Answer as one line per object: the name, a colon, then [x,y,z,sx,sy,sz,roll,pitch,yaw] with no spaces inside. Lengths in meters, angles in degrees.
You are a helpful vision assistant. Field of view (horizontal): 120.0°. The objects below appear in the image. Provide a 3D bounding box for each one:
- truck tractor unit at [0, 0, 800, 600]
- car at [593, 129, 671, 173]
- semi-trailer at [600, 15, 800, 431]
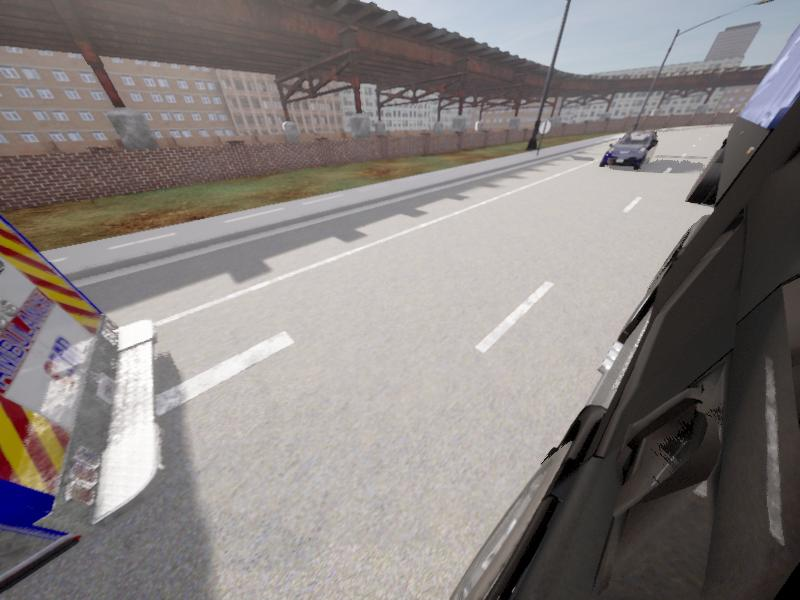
truck tractor unit: [2.645,-0.295,0.351,6.516,4.208,3.053,-28,44,-30]
car: [11.957,-7.769,11.918,3.633,1.501,1.845,-30,45,-31]
semi-trailer: [8.568,-3.700,4.338,14.254,4.402,2.717,-30,44,-31]
